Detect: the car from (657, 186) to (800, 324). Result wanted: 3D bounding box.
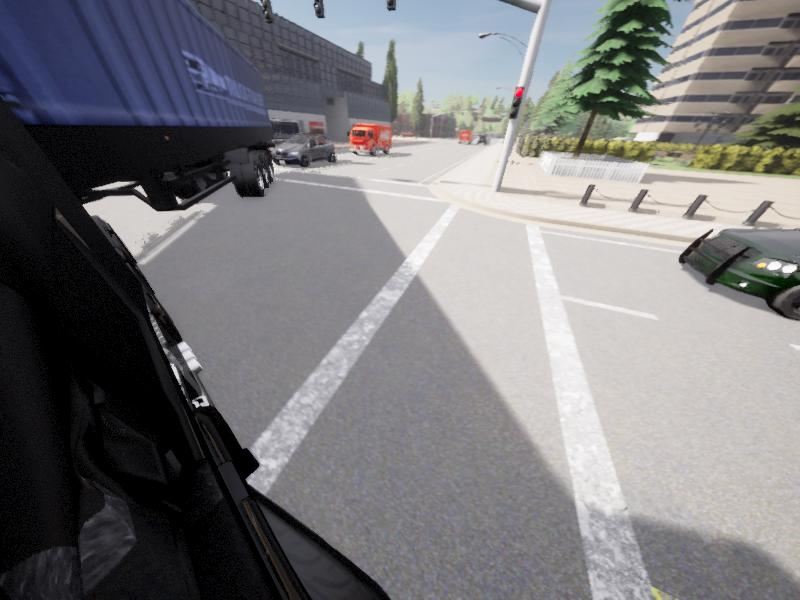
[{"bbox_3d":[7.977,-0.430,3.490,4.974,1.542,2.038,15,38,16],"label":"car"}]

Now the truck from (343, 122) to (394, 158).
[{"bbox_3d":[-2.783,-15.483,22.363,2.627,2.467,5.204,15,38,16],"label":"truck"}]

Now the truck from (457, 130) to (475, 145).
[{"bbox_3d":[14.683,-35.892,51.082,2.627,2.467,5.204,15,38,16],"label":"truck"}]

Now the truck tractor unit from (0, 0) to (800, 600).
[{"bbox_3d":[-2.645,-0.295,0.351,6.516,4.208,3.053,28,44,30],"label":"truck tractor unit"}]

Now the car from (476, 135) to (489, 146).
[{"bbox_3d":[18.354,-35.442,51.198,1.905,1.878,3.866,15,38,16],"label":"car"}]

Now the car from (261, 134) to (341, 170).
[{"bbox_3d":[-6.247,-9.964,15.351,2.242,1.667,4.611,14,38,15],"label":"car"}]

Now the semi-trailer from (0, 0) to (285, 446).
[{"bbox_3d":[-5.759,-4.638,5.848,2.717,4.402,14.254,-8,38,-14],"label":"semi-trailer"}]
